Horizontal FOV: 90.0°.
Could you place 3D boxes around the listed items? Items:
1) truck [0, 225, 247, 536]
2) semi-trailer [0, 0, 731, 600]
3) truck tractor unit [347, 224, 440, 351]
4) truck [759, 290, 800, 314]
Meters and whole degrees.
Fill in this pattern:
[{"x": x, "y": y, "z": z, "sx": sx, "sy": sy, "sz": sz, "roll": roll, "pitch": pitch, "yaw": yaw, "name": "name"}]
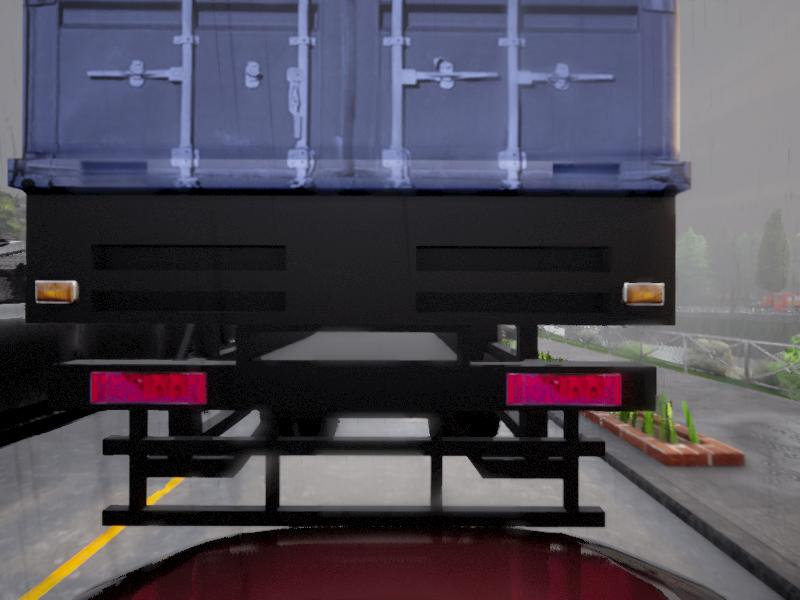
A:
[{"x": -3.883, "y": 0.546, "z": 3.830, "sx": 2.390, "sy": 2.098, "sz": 6.274, "roll": 0, "pitch": 0, "yaw": 0, "name": "truck"}, {"x": -0.196, "y": -0.569, "z": 8.547, "sx": 2.717, "sy": 4.402, "sz": 14.254, "roll": 0, "pitch": 0, "yaw": 0, "name": "semi-trailer"}, {"x": -0.196, "y": -0.422, "z": 16.456, "sx": 3.053, "sy": 4.208, "sz": 6.516, "roll": 0, "pitch": 0, "yaw": 0, "name": "truck tractor unit"}, {"x": 65.430, "y": 0.331, "z": 66.984, "sx": 2.891, "sy": 3.827, "sz": 8.468, "roll": 0, "pitch": 0, "yaw": 0, "name": "truck"}]
